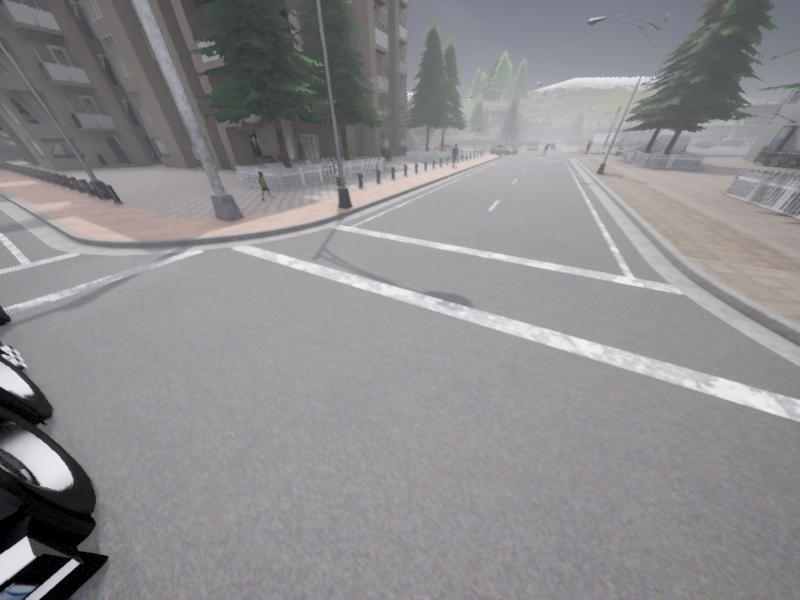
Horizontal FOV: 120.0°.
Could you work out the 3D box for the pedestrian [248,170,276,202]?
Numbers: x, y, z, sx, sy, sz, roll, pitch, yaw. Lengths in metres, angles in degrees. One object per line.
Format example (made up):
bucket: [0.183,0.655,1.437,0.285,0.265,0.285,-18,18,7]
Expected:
pedestrian: [-5.682,-4.696,9.538,0.500,1.100,0.500,12,37,17]

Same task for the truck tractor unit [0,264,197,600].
truck tractor unit: [-5.114,-0.297,0.781,6.516,4.208,3.053,18,39,24]

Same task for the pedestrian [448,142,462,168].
pedestrian: [4.828,-12.768,20.357,0.751,1.860,0.751,17,39,23]

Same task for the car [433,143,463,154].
car: [8.857,-28.302,43.165,5.008,1.535,1.882,17,39,23]
